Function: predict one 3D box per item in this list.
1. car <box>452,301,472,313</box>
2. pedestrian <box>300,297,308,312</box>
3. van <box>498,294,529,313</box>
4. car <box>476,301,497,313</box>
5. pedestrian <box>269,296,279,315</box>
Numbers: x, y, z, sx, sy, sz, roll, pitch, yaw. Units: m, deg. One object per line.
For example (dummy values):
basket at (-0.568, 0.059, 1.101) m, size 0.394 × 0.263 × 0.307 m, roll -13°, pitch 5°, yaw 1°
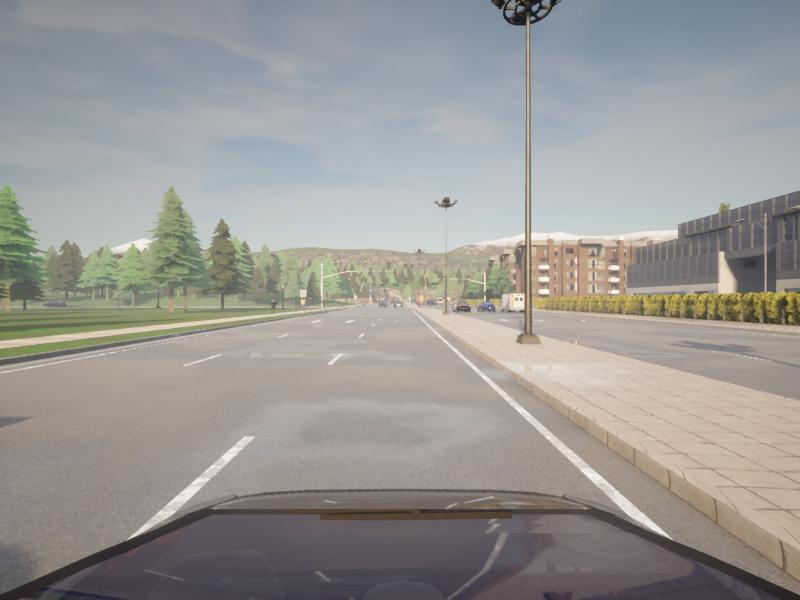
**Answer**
car at (8.250, 0.874, 53.841) m, size 2.038 × 1.542 × 4.974 m, roll 0°, pitch 0°, yaw 1°
pedestrian at (-12.157, 0.530, 50.659) m, size 0.751 × 1.860 × 0.751 m, roll 0°, pitch 0°, yaw 2°
van at (15.255, 0.426, 54.148) m, size 2.351 × 2.431 × 6.366 m, roll 0°, pitch 0°, yaw 0°
car at (11.755, 0.918, 54.568) m, size 1.812 × 1.442 × 4.674 m, roll 0°, pitch 0°, yaw 0°
pedestrian at (-12.440, 0.520, 39.443) m, size 0.751 × 1.860 × 0.751 m, roll 0°, pitch 0°, yaw 2°
